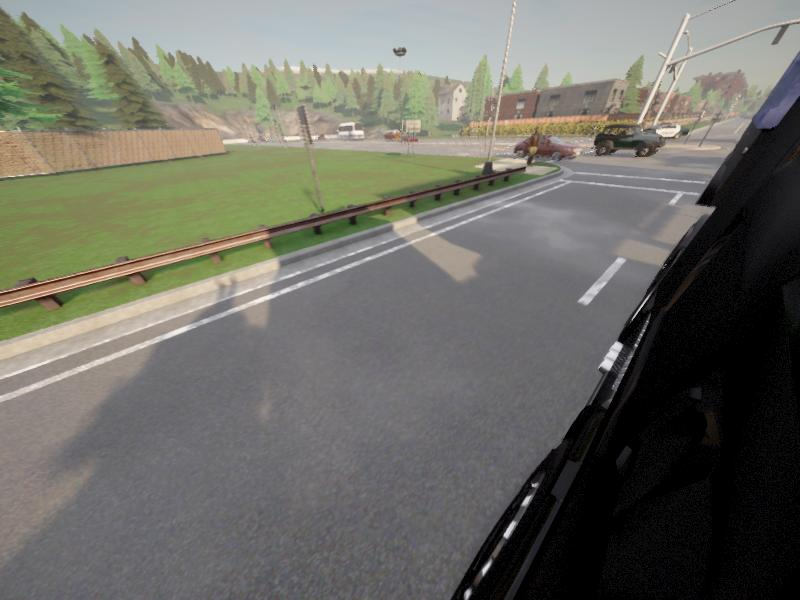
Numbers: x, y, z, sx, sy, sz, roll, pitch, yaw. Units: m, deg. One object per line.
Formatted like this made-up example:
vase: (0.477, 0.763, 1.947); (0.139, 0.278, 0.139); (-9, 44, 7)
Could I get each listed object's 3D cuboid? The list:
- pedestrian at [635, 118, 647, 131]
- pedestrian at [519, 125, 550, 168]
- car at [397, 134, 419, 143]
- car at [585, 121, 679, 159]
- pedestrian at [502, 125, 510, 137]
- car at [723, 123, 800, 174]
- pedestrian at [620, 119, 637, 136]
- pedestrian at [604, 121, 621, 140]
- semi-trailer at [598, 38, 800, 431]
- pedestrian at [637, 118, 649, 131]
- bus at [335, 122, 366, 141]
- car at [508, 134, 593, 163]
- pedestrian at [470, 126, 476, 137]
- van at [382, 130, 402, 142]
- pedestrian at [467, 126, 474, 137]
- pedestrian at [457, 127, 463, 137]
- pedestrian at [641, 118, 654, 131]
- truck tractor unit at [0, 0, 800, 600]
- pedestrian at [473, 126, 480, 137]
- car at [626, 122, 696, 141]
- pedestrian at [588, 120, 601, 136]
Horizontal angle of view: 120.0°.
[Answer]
pedestrian: (43.630, -31.766, 41.861); (0.751, 1.860, 0.751); (-27, 43, -29)
pedestrian: (7.263, -8.314, 12.576); (0.751, 1.860, 0.751); (-5, 37, -3)
car: (1.615, -31.576, 45.105); (1.994, 1.385, 4.181); (-28, 43, -30)
car: (15.893, -11.138, 16.091); (1.905, 1.878, 3.866); (-28, 43, -30)
pedestrian: (20.962, -33.444, 45.635); (0.751, 1.860, 0.751); (-28, 43, -30)
car: (18.097, -7.439, 11.173); (5.027, 1.651, 2.152); (-28, 43, -30)
pedestrian: (30.517, -23.011, 30.847); (0.751, 1.860, 0.751); (-28, 43, -30)
pedestrian: (27.055, -21.543, 29.402); (0.751, 1.860, 0.751); (-29, 44, -31)
semi-trailer: (8.694, -3.596, 4.249); (14.254, 4.402, 2.717); (-28, 43, -30)
pedestrian: (43.321, -31.272, 41.213); (0.751, 1.860, 0.751); (-29, 44, -31)
bus: (-15.004, -50.629, 69.536); (3.944, 4.253, 10.273); (-28, 43, -29)
car: (10.420, -10.899, 16.508); (1.812, 1.442, 4.674); (-20, 40, -22)
pedestrian: (15.997, -36.874, 50.601); (0.751, 1.860, 0.751); (-31, 45, -33)
van: (-1.782, -37.498, 52.770); (2.069, 2.038, 4.480); (-28, 43, -30)
pedestrian: (15.494, -36.937, 50.719); (0.751, 1.860, 0.751); (-26, 42, -28)
pedestrian: (13.696, -38.383, 52.793); (0.751, 1.860, 0.751); (-16, 39, -18)
pedestrian: (43.493, -30.868, 40.657); (0.751, 1.860, 0.751); (-27, 43, -29)
truck tractor unit: (2.645, -0.295, 0.351); (6.516, 4.208, 3.053); (-28, 44, -30)
pedestrian: (16.549, -36.429, 49.962); (0.751, 1.860, 0.751); (-21, 40, -23)
car: (30.253, -19.689, 26.999); (4.974, 1.542, 2.038); (3, 37, 7)
pedestrian: (30.504, -26.933, 36.200); (0.751, 1.860, 0.751); (-27, 43, -29)
